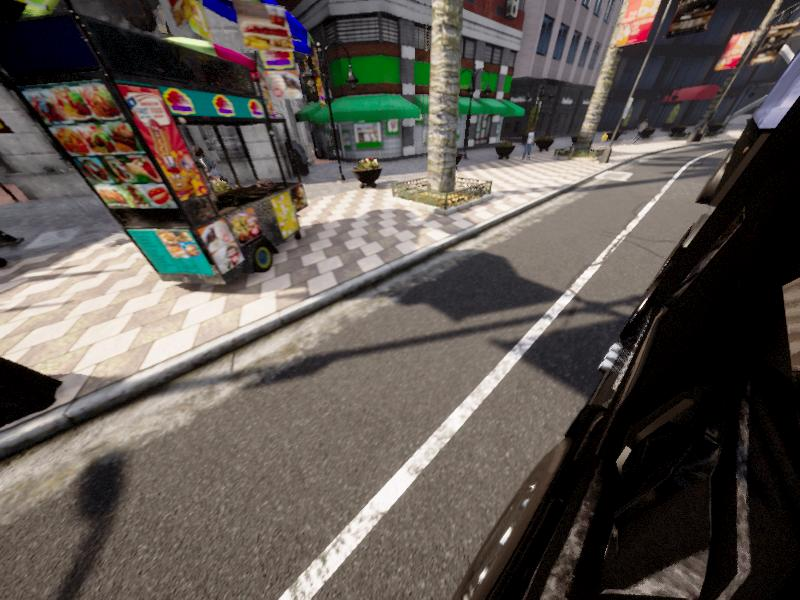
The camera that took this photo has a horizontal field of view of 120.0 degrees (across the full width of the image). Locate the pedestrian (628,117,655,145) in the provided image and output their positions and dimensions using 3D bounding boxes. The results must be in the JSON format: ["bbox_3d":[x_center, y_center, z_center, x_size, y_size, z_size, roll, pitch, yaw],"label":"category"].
[{"bbox_3d":[20.480,-14.356,19.629,0.751,1.860,0.751,-23,41,-24],"label":"pedestrian"}]

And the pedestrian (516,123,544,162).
[{"bbox_3d":[7.765,-9.398,13.843,0.751,1.860,0.751,-29,44,-30],"label":"pedestrian"}]

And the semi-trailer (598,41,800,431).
[{"bbox_3d":[8.684,-3.619,4.235,14.254,4.402,2.717,-28,44,-30],"label":"semi-trailer"}]

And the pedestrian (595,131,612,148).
[{"bbox_3d":[16.490,-12.992,18.703,0.500,1.100,0.500,-19,40,-21],"label":"pedestrian"}]

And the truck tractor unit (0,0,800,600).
[{"bbox_3d":[2.645,-0.295,0.351,6.516,4.208,3.053,-28,44,-30],"label":"truck tractor unit"}]
